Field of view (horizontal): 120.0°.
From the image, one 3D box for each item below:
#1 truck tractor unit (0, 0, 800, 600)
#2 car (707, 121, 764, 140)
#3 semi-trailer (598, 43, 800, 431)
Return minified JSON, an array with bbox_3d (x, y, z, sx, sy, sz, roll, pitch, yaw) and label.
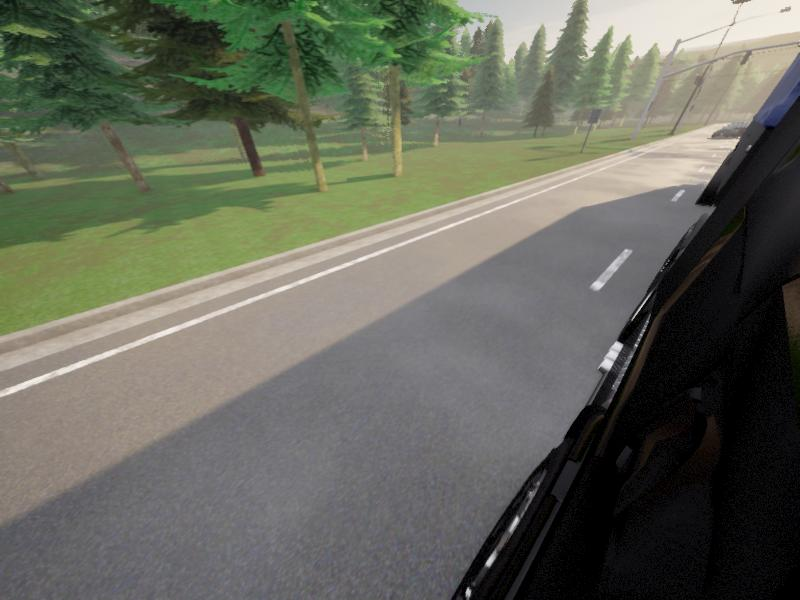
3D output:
[{"bbox_3d":[2.645,-0.295,0.351,6.516,4.208,3.053,-28,44,-30],"label":"truck tractor unit"},{"bbox_3d":[35.890,-18.161,24.741,4.674,1.442,1.812,-16,39,-17],"label":"car"},{"bbox_3d":[8.700,-3.584,4.255,14.254,4.402,2.717,-28,44,-30],"label":"semi-trailer"}]
